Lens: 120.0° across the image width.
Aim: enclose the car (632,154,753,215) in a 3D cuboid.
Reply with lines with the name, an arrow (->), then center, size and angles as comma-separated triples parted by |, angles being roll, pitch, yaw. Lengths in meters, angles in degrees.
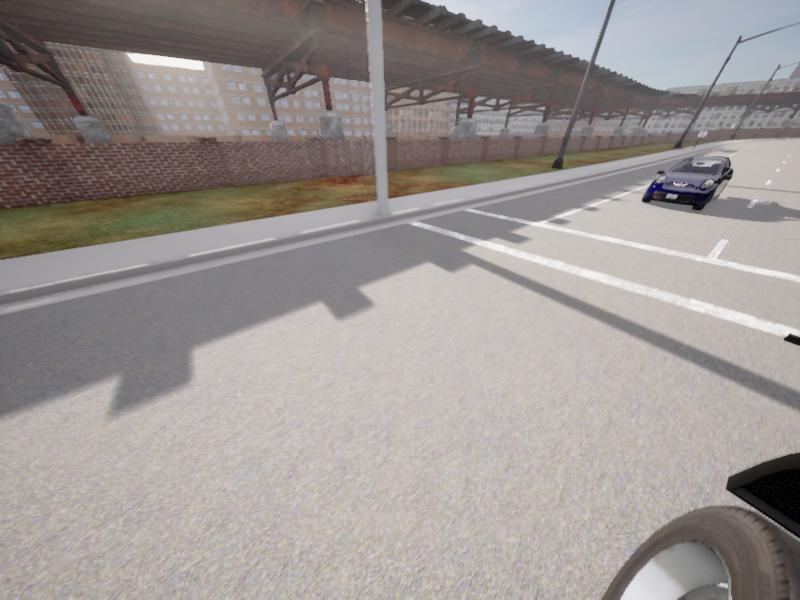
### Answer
car -> 11.006, -4.519, 8.738 | 3.633, 1.501, 1.845 | -23, 41, -28
